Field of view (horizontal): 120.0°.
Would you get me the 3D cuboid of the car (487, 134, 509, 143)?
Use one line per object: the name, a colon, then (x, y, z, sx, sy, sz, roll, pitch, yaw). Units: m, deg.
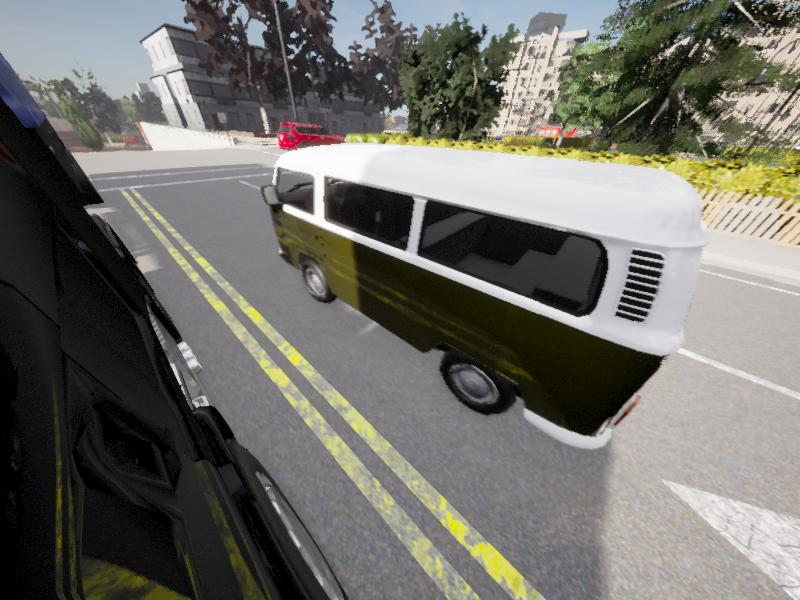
car: (25.491, -41.985, 60.184, 4.792, 1.488, 2.163, 23, 41, 36)

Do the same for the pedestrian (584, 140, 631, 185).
pedestrian: (10.384, -6.886, 11.635, 0.751, 1.860, 0.751, -8, 38, -14)

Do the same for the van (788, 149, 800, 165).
van: (60.283, -19.848, 31.861, 6.366, 2.431, 2.351, 30, 45, 31)

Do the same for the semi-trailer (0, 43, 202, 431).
semi-trailer: (-8.692, -3.614, 4.227, 14.254, 4.402, 2.717, 28, 44, 30)

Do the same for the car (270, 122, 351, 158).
car: (-6.935, -12.950, 18.718, 2.150, 2.045, 5.566, 30, 44, 31)

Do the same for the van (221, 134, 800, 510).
van: (0.240, -0.657, 2.838, 4.480, 2.038, 2.069, 28, 44, 30)

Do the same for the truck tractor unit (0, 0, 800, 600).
truck tractor unit: (-2.645, -0.295, 0.351, 6.516, 4.208, 3.053, 28, 44, 30)

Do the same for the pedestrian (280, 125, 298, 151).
pedestrian: (-9.978, -14.554, 20.790, 0.751, 1.860, 0.751, 21, 40, 22)

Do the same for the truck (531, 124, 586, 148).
truck: (33.859, -35.405, 49.746, 8.468, 3.827, 2.891, 7, 37, 7)
